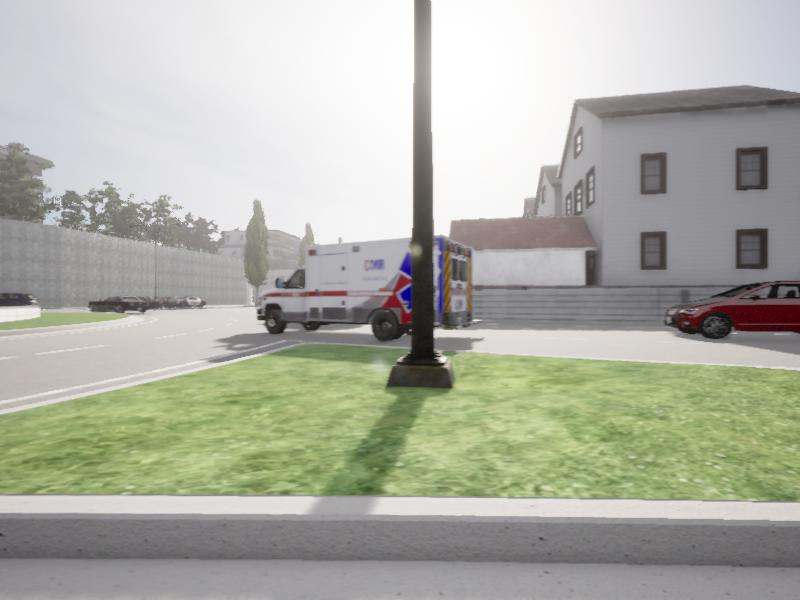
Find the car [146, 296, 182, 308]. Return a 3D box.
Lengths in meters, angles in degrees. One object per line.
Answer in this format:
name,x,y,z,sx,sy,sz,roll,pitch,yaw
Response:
car,-29.217,0.231,49.658,1.845,1.501,3.633,0,0,12

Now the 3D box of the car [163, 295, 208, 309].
car,-25.884,0.229,48.473,2.038,1.542,4.974,0,0,12

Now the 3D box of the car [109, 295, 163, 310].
car,-27.421,0.274,41.758,1.812,1.442,4.674,0,0,13

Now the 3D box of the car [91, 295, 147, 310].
car,-30.519,0.231,43.712,2.038,1.542,4.974,0,0,12

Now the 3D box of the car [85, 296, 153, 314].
car,-20.885,0.347,29.774,4.718,1.301,1.895,0,0,22

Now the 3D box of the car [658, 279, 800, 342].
car,9.379,0.250,10.370,4.193,1.474,1.816,0,0,17

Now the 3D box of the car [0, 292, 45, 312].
car,-33.344,0.185,33.635,4.856,1.649,2.033,0,0,-11

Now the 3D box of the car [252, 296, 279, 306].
car,-22.238,0.189,66.488,1.801,1.575,5.366,0,0,11

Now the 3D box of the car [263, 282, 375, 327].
car,-3.634,0.170,17.271,5.238,1.638,1.930,0,0,41

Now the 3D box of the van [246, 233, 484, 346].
van,-1.101,-0.223,11.164,6.366,2.431,2.351,0,0,28
